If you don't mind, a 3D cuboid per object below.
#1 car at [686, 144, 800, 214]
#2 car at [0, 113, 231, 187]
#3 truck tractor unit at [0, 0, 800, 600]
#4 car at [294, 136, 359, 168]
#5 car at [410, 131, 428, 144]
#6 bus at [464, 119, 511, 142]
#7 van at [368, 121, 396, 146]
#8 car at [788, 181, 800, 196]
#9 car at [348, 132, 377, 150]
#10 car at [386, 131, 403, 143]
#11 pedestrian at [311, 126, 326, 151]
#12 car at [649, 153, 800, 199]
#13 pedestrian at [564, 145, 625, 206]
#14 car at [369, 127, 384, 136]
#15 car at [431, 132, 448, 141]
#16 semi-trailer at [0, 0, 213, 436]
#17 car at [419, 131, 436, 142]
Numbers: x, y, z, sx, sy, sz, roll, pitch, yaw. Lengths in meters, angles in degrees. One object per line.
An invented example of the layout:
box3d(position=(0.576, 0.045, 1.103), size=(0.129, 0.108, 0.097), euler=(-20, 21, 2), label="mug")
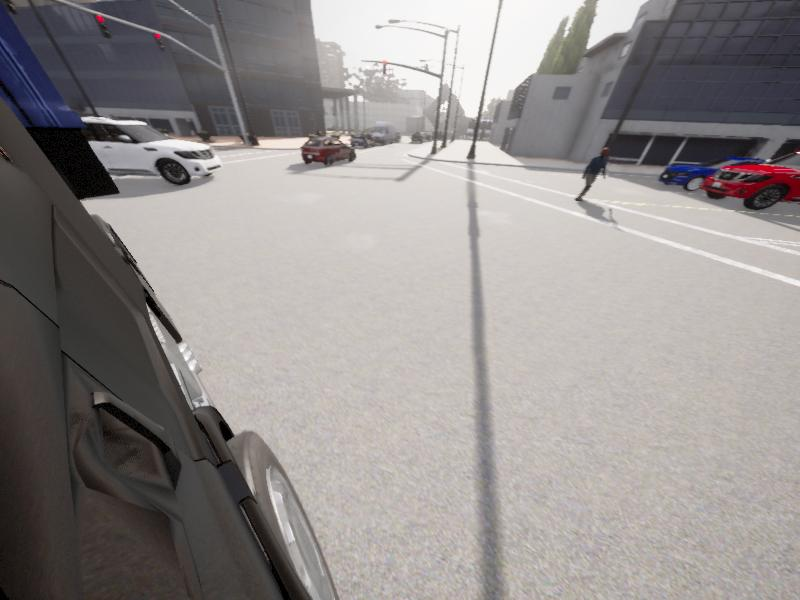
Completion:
box3d(position=(16.070, -4.681, 9.059), size=(5.566, 2.045, 2.150), euler=(10, 38, 10), label="car")
box3d(position=(-10.467, -5.771, 8.984), size=(5.566, 2.045, 2.150), euler=(-4, 37, -8), label="car")
box3d(position=(-2.645, -0.295, 0.351), size=(6.516, 4.208, 3.053), euler=(28, 44, 30), label="truck tractor unit")
box3d(position=(-4.617, -9.910, 15.306), size=(1.816, 1.474, 4.193), euler=(15, 39, 16), label="car")
box3d(position=(3.226, -27.332, 38.753), size=(1.930, 1.638, 5.238), euler=(10, 38, 10), label="car")
box3d(position=(22.017, -42.966, 58.502), size=(10.273, 4.253, 3.944), euler=(-12, 40, -19), label="bus")
box3d(position=(-2.354, -23.039, 31.960), size=(1.988, 2.561, 5.915), euler=(10, 38, 10), label="van")
box3d(position=(23.156, -5.426, 10.888), size=(4.892, 1.490, 1.837), euler=(9, 37, 10), label="car")
box3d(position=(-4.164, -18.298, 26.438), size=(1.816, 1.474, 4.193), euler=(10, 38, 10), label="car")
box3d(position=(-0.845, -26.512, 37.503), size=(1.845, 1.501, 3.633), euler=(10, 38, 9), label="car")
box3d(position=(-7.594, -15.099, 21.621), size=(0.751, 1.860, 0.751), euler=(15, 39, 16), label="pedestrian")
box3d(position=(16.852, -6.508, 11.961), size=(5.008, 1.535, 1.882), euler=(10, 37, 9), label="car")
box3d(position=(7.110, -4.590, 8.570), size=(0.751, 1.860, 0.751), euler=(3, 37, 0), label="pedestrian")
box3d(position=(-6.442, -45.961, 62.967), size=(2.242, 1.667, 4.611), euler=(-19, 42, -26), label="car")
box3d(position=(8.446, -35.014, 49.414), size=(1.816, 1.474, 4.193), euler=(21, 41, 23), label="car")
box3d(position=(-9.550, -2.824, 3.136), size=(14.254, 4.402, 2.717), euler=(17, 39, 18), label="semi-trailer")
box3d(position=(5.337, -31.302, 44.153), size=(1.930, 1.638, 5.238), euler=(14, 38, 14), label="car")
